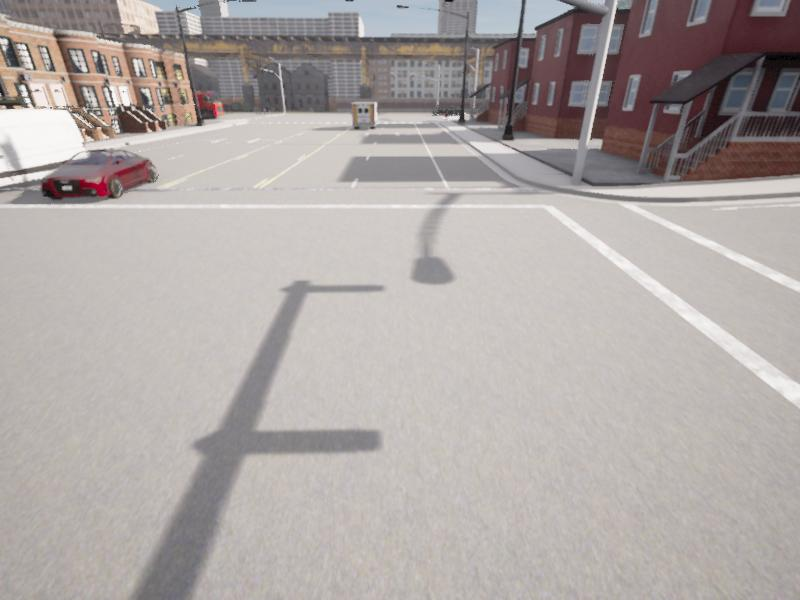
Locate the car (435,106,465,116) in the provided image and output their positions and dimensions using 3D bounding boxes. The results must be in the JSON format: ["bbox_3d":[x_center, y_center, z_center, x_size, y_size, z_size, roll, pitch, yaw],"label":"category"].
[{"bbox_3d":[8.544,-32.516,68.630,4.892,1.490,1.837,0,27,0],"label":"car"}]

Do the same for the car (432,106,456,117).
[{"bbox_3d":[7.153,-30.948,65.500,3.705,1.549,1.789,0,27,0],"label":"car"}]

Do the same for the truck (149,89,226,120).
[{"bbox_3d":[-29.348,-27.219,55.633,8.468,3.827,2.891,0,27,0],"label":"truck"}]

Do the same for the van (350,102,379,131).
[{"bbox_3d":[-3.494,-18.892,40.937,2.351,2.431,6.366,0,27,0],"label":"van"}]

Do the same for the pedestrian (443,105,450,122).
[{"bbox_3d":[6.062,-24.188,51.883,0.751,1.860,0.751,0,27,-1],"label":"pedestrian"}]

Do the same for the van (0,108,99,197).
[{"bbox_3d":[-14.289,-5.286,14.187,1.988,2.561,5.915,3,27,5],"label":"van"}]

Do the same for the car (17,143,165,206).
[{"bbox_3d":[-10.310,-4.470,13.883,1.994,1.385,4.181,-2,27,-4],"label":"car"}]
